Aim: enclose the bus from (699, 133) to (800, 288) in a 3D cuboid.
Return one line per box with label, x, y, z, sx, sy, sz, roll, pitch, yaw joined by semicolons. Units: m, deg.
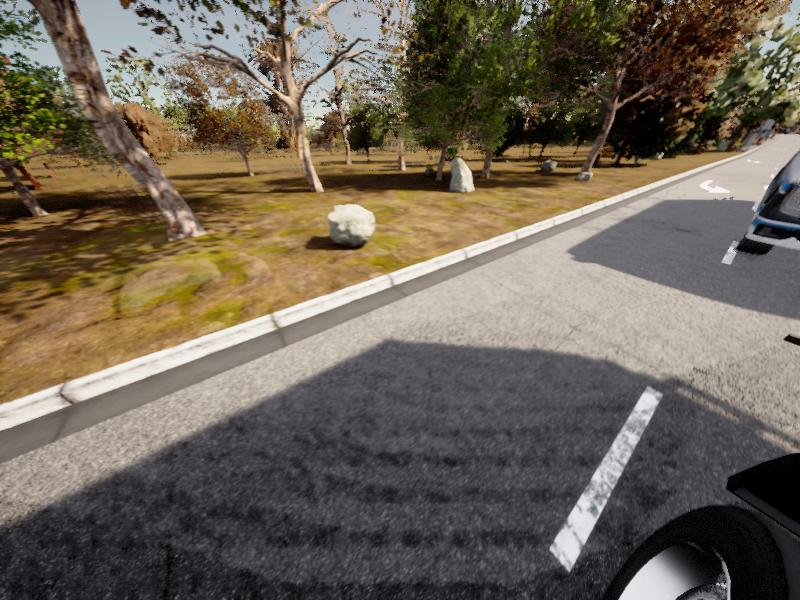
bus;11.759;-3.364;4.877;10.273;4.253;3.944;-23;41;-28
